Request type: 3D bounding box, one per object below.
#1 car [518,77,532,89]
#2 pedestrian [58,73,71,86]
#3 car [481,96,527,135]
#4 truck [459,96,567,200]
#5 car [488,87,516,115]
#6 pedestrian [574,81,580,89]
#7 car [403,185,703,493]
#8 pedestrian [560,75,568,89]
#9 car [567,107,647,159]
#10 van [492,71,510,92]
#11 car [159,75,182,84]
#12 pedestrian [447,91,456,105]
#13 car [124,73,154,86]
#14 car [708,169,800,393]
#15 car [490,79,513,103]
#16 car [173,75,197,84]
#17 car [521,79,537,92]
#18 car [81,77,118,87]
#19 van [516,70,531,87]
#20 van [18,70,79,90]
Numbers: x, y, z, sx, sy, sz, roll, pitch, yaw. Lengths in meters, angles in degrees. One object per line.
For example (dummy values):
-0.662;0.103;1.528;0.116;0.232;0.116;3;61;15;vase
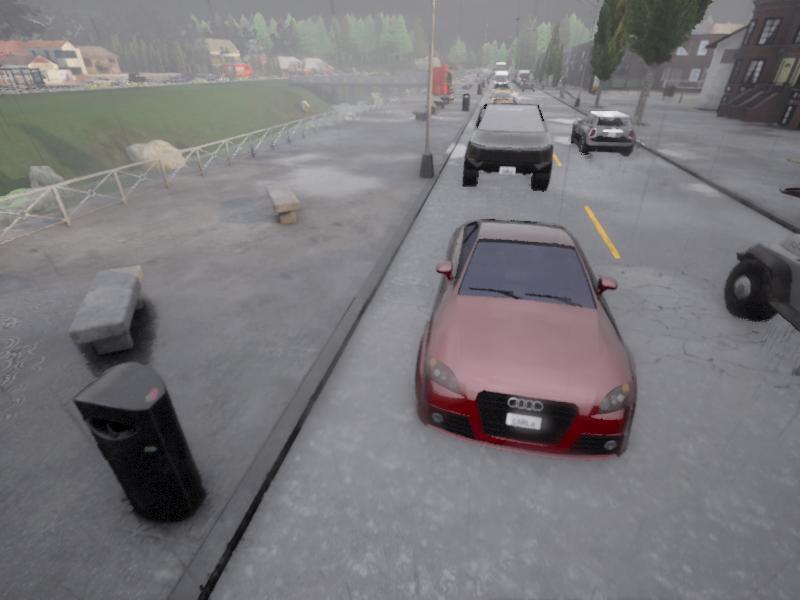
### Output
20.688;-35.932;66.264;1.851;1.617;3.988;6;31;10;car
-55.714;-36.699;66.451;0.751;1.860;0.751;6;31;10;pedestrian
5.788;-10.459;22.505;2.128;1.511;4.902;6;31;10;car
3.452;-5.201;12.893;2.390;2.098;6.274;6;31;10;truck
8.008;-15.718;31.469;1.801;1.575;5.366;6;31;10;car
27.958;-34.056;63.301;0.500;1.100;0.500;-3;30;-5;pedestrian
1.433;-0.133;4.911;1.994;1.385;4.181;6;31;10;car
25.704;-34.131;62.631;0.751;1.860;0.751;7;31;11;pedestrian
8.475;-7.113;16.823;1.970;1.475;3.806;6;31;10;car
14.603;-31.707;57.933;1.988;2.561;5.915;6;31;10;van
-46.772;-45.068;81.582;1.970;1.475;3.806;6;31;10;car
4.548;-17.803;35.241;0.500;1.100;0.500;26;39;36;pedestrian
-45.534;-38.544;69.931;1.905;1.878;3.866;6;31;10;car
5.333;0.137;3.960;1.905;1.878;3.866;6;31;10;car
10.625;-22.033;42.003;1.932;1.855;4.605;6;32;10;car
-43.043;-44.247;80.109;1.816;1.474;4.193;6;31;10;car
18.683;-31.225;58.142;1.789;1.549;3.705;6;31;10;car
-50.348;-36.617;67.153;1.895;1.301;4.718;6;31;10;car
22.443;-40.515;73.091;1.988;2.561;5.915;6;31;10;van
-52.156;-32.849;59.558;2.351;2.431;6.366;6;31;10;van
